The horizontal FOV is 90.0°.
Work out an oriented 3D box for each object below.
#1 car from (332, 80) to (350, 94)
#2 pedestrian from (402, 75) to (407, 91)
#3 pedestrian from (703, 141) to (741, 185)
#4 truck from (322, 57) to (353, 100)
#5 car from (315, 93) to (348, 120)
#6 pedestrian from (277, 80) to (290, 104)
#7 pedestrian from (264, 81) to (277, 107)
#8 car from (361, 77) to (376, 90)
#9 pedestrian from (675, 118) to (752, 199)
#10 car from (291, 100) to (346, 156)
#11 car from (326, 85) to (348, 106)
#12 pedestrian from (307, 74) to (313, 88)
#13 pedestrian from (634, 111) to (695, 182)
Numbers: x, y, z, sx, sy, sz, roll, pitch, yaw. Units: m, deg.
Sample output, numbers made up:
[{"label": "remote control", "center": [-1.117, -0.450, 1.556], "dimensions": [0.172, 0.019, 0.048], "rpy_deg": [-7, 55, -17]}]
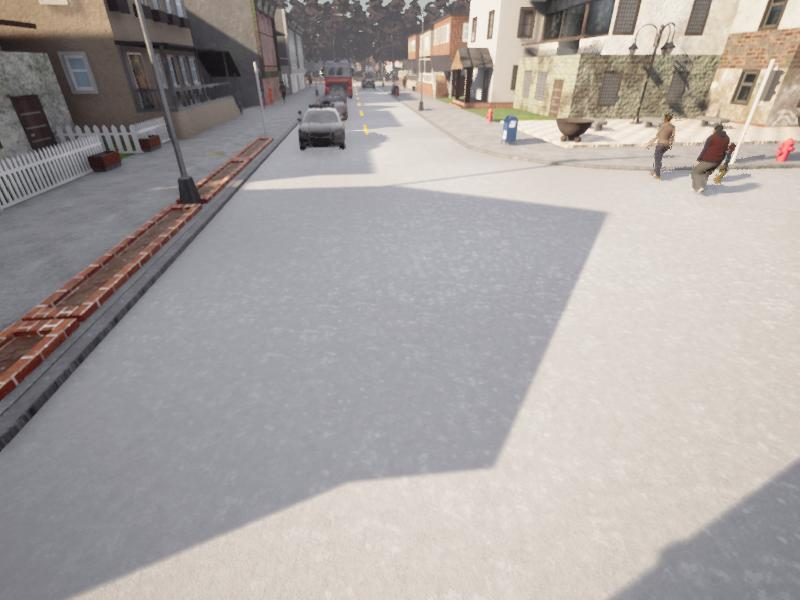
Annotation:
[{"label": "car", "center": [-7.769, -28.295, 53.040], "dimensions": [2.163, 1.488, 4.792], "rpy_deg": [-3, 30, -5]}, {"label": "pedestrian", "center": [0.639, -30.057, 55.418], "dimensions": [0.751, 1.860, 0.751], "rpy_deg": [2, 30, 3]}, {"label": "pedestrian", "center": [9.482, -4.045, 11.804], "dimensions": [0.500, 1.100, 0.500], "rpy_deg": [25, 39, 36]}, {"label": "truck", "center": [-6.849, -24.931, 44.950], "dimensions": [2.891, 3.827, 8.468], "rpy_deg": [-3, 30, -5]}, {"label": "car", "center": [-4.649, -13.450, 27.714], "dimensions": [1.994, 1.385, 4.181], "rpy_deg": [-3, 30, -5]}, {"label": "pedestrian", "center": [-10.560, -18.903, 36.320], "dimensions": [0.751, 1.860, 0.751], "rpy_deg": [-4, 31, -7]}, {"label": "pedestrian", "center": [-10.712, -16.991, 33.046], "dimensions": [0.751, 1.860, 0.751], "rpy_deg": [-8, 31, -13]}, {"label": "car", "center": [-4.943, -33.985, 62.737], "dimensions": [2.038, 1.542, 4.974], "rpy_deg": [-3, 30, -5]}, {"label": "pedestrian", "center": [8.067, -3.655, 10.384], "dimensions": [0.751, 1.860, 0.751], "rpy_deg": [-4, 30, -7]}, {"label": "car", "center": [-3.405, -7.755, 17.685], "dimensions": [1.930, 1.638, 5.238], "rpy_deg": [-3, 30, -6]}, {"label": "car", "center": [-5.769, -18.864, 36.812], "dimensions": [1.789, 1.549, 3.705], "rpy_deg": [-3, 30, -5]}, {"label": "pedestrian", "center": [-14.039, -34.144, 62.436], "dimensions": [0.751, 1.860, 0.751], "rpy_deg": [-3, 30, -4]}, {"label": "pedestrian", "center": [7.853, -4.585, 11.977], "dimensions": [0.751, 1.860, 0.751], "rpy_deg": [-3, 30, -6]}]
